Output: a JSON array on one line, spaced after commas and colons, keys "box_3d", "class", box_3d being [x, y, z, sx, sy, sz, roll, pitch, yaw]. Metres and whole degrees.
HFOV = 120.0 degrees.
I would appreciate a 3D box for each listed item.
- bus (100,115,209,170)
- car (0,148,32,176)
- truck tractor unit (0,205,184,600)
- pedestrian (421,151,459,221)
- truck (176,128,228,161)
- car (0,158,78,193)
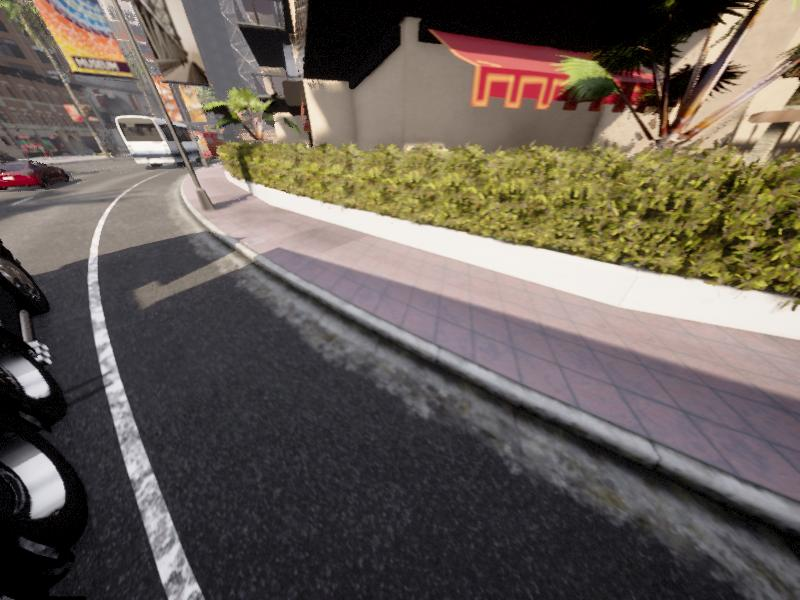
[{"box_3d": [-26.221, -17.592, 25.915, 3.944, 4.253, 10.273, -13, 37, -17], "class": "bus"}, {"box_3d": [-33.311, -10.886, 18.334, 1.932, 1.855, 4.605, -15, 37, -19], "class": "car"}, {"box_3d": [-5.008, -0.390, 0.921, 6.516, 4.208, 3.053, 22, 41, 29], "class": "truck tractor unit"}, {"box_3d": [1.243, -3.597, 7.322, 0.751, 1.860, 0.751, 22, 41, 29], "class": "pedestrian"}, {"box_3d": [-30.390, -24.288, 36.005, 2.891, 3.827, 8.468, -11, 36, -16], "class": "truck"}, {"box_3d": [-22.582, -7.689, 14.092, 1.994, 1.385, 4.181, -20, 39, -26], "class": "car"}]
